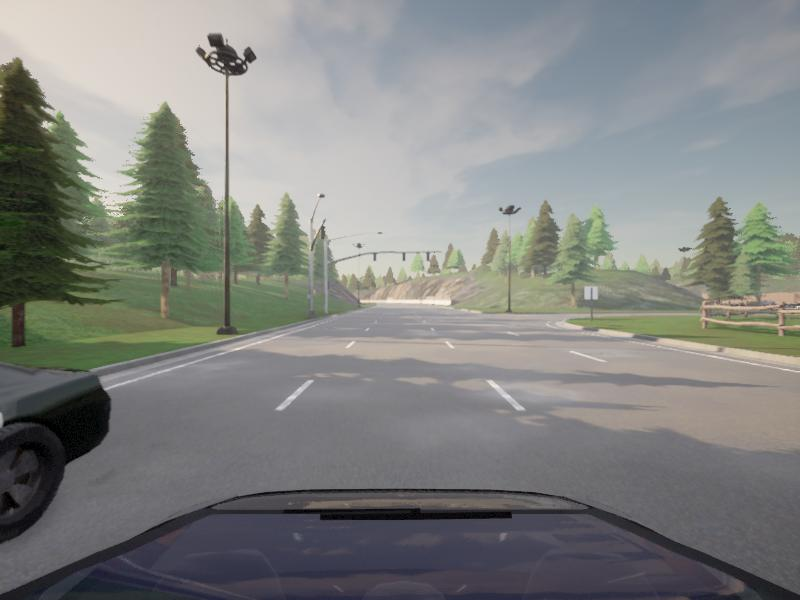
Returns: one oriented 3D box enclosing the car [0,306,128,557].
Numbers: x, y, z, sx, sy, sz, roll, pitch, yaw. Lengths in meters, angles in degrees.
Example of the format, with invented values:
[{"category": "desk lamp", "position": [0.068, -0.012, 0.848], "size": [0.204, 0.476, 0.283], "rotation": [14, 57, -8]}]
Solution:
[{"category": "car", "position": [-3.501, 0.826, 1.157], "size": [2.038, 1.542, 4.974], "rotation": [0, 0, 0]}]
